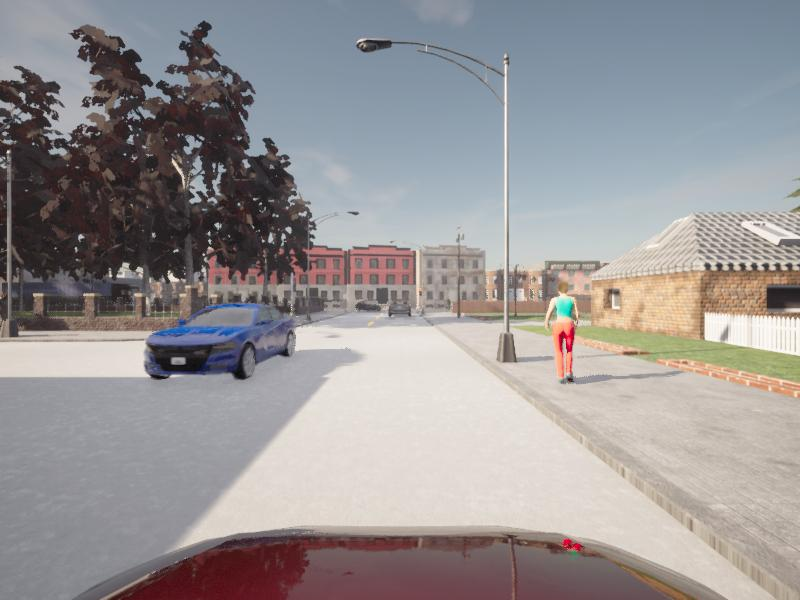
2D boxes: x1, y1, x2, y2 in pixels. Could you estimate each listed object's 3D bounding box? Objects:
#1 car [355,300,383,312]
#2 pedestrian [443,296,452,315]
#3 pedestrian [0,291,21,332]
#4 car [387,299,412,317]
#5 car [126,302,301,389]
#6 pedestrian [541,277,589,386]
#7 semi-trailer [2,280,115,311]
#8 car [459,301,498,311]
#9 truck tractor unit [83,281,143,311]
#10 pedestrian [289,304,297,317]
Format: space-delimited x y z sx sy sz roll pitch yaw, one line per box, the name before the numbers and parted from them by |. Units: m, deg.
car | -4.245 0.823 54.346 1.882 1.535 5.008 1 -1 -29
pedestrian | 4.732 0.525 39.895 0.751 1.860 0.751 0 0 -14
pedestrian | -18.217 0.534 18.431 0.751 1.860 0.751 0 0 0
car | -0.002 0.756 39.227 2.242 1.667 4.611 0 0 1
car | -3.956 0.823 9.647 1.882 1.535 5.008 0 0 0
pedestrian | 2.968 0.533 7.248 0.751 1.860 0.751 0 0 19
semi-trailer | -49.687 -0.617 58.411 14.254 4.402 2.717 0 0 0
car | 11.422 0.894 58.385 5.357 1.411 2.033 0 0 0
truck tractor unit | -41.772 -0.518 58.380 6.516 4.208 3.053 0 0 0
pedestrian | -9.209 0.913 34.471 0.500 1.100 0.500 0 0 0
